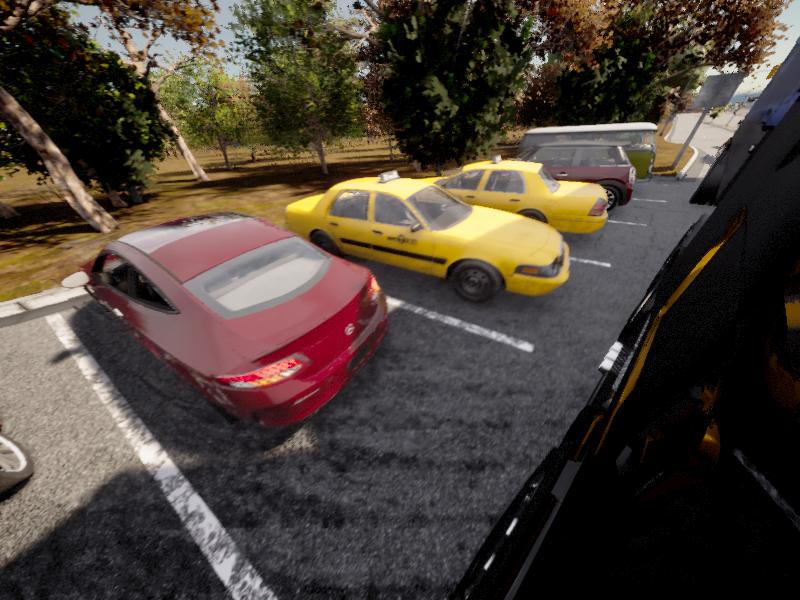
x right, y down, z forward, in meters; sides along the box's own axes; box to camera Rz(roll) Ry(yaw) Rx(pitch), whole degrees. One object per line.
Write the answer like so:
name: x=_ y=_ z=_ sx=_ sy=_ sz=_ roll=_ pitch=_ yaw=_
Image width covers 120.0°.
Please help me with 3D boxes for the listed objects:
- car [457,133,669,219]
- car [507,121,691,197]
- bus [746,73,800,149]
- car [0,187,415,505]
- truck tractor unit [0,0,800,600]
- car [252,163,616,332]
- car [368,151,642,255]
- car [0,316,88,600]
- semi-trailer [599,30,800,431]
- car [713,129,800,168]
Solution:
car: x=4.453 y=-4.029 z=7.249 sx=4.553 sy=1.767 sz=2.185 roll=17 pitch=41 yaw=25
car: x=6.761 y=-5.315 z=8.663 sx=4.442 sy=1.987 sz=1.878 roll=17 pitch=40 yaw=24
bus: x=30.062 y=-11.356 z=13.331 sx=3.944 sy=4.253 sz=10.273 roll=-5 pitch=36 yaw=2
car: x=-2.348 y=-0.279 z=2.911 sx=4.674 sy=1.452 sz=2.002 roll=18 pitch=41 yaw=25
truck tractor unit: x=2.645 y=-0.295 z=0.351 sx=6.516 sy=4.208 sz=3.053 roll=-28 pitch=44 yaw=-30
car: x=0.082 y=-1.469 z=4.285 sx=5.366 sy=1.575 sz=1.946 roll=17 pitch=41 yaw=25
car: x=2.020 y=-2.774 z=5.921 sx=5.366 sy=1.575 sz=1.946 roll=17 pitch=41 yaw=25
car: x=-4.629 y=0.914 z=1.448 sx=4.674 sy=1.452 sz=2.002 roll=18 pitch=41 yaw=26
semi-trailer: x=8.634 y=-3.635 z=4.306 sx=14.254 sy=4.402 sz=2.717 roll=-29 pitch=44 yaw=-31
car: x=18.694 y=-8.128 z=12.269 sx=4.181 sy=1.385 sz=1.994 roll=-32 pitch=46 yaw=-33
